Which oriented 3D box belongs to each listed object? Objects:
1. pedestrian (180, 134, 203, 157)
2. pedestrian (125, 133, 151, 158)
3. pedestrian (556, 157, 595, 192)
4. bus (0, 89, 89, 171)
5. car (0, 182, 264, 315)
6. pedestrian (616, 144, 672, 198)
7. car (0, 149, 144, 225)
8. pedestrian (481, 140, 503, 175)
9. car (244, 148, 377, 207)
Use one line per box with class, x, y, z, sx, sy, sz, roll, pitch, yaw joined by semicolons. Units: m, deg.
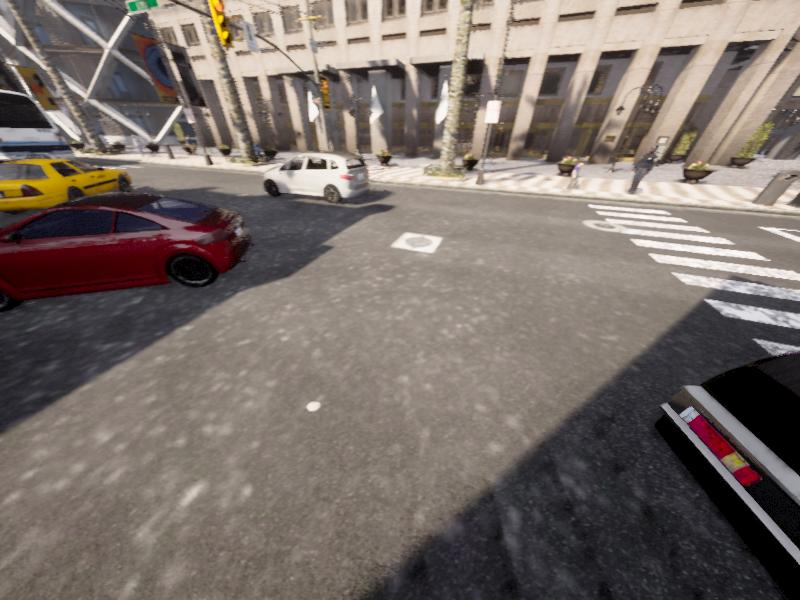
pedestrian;-20.329;-15.049;22.520;0.751;1.860;0.751;12;37;15
pedestrian;-24.373;-14.374;21.502;0.751;1.860;0.751;21;40;26
pedestrian;8.118;-5.827;10.724;0.751;1.300;0.751;-17;39;-23
bus;-29.860;-12.169;16.579;10.273;4.253;3.944;11;36;14
car;-5.121;-1.082;4.107;4.181;1.385;1.994;-9;37;-14
pedestrian;10.185;-5.412;9.708;0.751;1.860;0.751;-21;41;-27
car;-12.139;-4.326;8.302;1.801;1.575;5.366;-12;38;-17
pedestrian;5.788;-9.017;14.637;0.751;1.860;0.751;5;36;6
car;-3.570;-5.302;9.752;4.611;1.667;2.242;13;37;16
